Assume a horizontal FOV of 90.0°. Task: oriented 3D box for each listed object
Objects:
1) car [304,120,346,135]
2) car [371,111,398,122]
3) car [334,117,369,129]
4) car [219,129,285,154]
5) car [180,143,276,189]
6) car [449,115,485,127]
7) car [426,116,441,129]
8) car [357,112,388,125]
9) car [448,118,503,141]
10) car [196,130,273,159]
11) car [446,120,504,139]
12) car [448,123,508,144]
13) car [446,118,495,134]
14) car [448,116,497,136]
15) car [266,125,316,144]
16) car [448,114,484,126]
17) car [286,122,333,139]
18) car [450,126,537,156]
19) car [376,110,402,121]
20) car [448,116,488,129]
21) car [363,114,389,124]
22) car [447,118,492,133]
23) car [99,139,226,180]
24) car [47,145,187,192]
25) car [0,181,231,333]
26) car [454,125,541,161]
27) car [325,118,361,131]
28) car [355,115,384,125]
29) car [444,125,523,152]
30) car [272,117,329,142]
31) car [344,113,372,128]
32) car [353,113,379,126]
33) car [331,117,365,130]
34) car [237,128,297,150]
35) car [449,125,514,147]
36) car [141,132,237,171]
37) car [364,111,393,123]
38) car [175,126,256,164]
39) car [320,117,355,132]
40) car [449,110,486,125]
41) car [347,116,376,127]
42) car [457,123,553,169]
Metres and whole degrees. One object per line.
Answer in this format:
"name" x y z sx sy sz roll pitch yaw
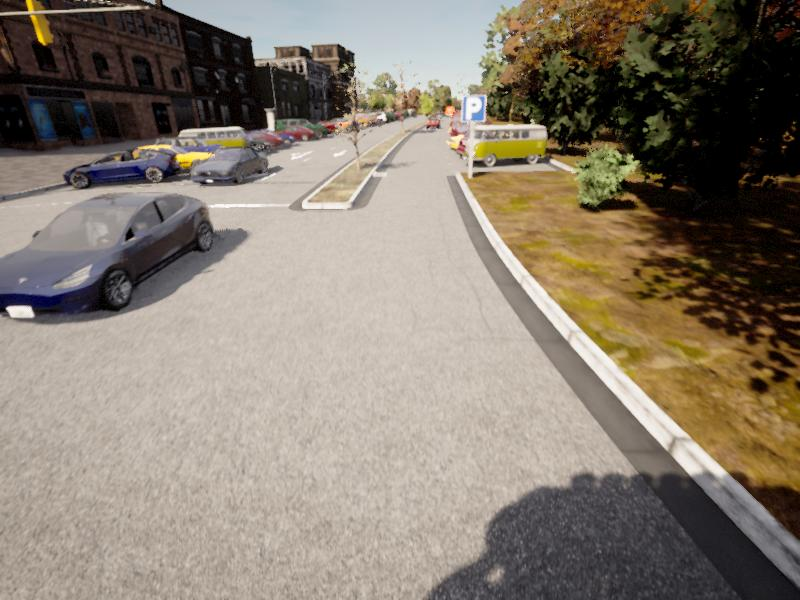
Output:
"car" -9.657 -22.101 51.248 5.008 1.535 2.097 -8 27 -11
"car" -3.456 -40.662 88.620 5.566 2.045 2.435 -7 26 -9
"car" -7.780 -28.645 64.651 5.366 1.575 1.946 -7 26 -10
"car" -11.825 -12.846 32.359 4.674 1.452 2.002 -9 27 -13
"car" -8.003 -6.591 19.315 2.033 1.411 5.357 0 26 3
"car" 10.290 -27.560 61.412 4.892 1.521 2.231 -6 26 -10
"car" 4.834 -25.618 57.631 1.851 1.617 3.988 2 26 8
"car" -5.352 -35.428 77.933 5.566 2.045 2.435 -7 26 -9
"car" 7.032 -16.044 37.572 4.553 1.767 2.185 -7 26 -13
"car" -12.076 -11.564 29.637 4.892 1.521 2.231 -9 26 -13
"car" 7.534 -17.252 40.321 5.366 1.575 1.946 -7 26 -12
"car" 6.788 -14.605 35.000 4.674 1.452 2.002 -7 26 -13
"car" 7.981 -19.813 45.573 5.008 1.535 2.097 -6 26 -12
"car" 7.693 -18.634 42.874 4.553 1.767 2.185 -7 27 -12
"car" -11.005 -16.799 40.472 4.674 1.452 2.002 -8 27 -12
"car" 10.549 -28.834 64.012 5.366 1.575 1.946 -6 27 -10
"car" -10.378 -19.471 45.861 5.008 1.535 2.097 -8 26 -12
"car" 6.258 -10.785 27.066 5.366 1.575 1.946 -7 27 -14
"car" -2.531 -43.275 93.957 5.566 2.045 2.435 -7 26 -9
"car" 9.455 -24.978 56.136 5.008 1.535 2.097 -6 26 -10
"car" -4.859 -36.514 80.718 5.008 1.535 2.097 -7 26 -9
"car" 8.301 -21.071 48.216 4.792 1.488 2.163 -6 27 -11
"car" -12.498 -7.642 21.551 5.366 1.575 1.946 -9 26 -14
"car" -13.019 -6.279 18.860 4.792 1.488 2.163 -10 27 -15
"car" -5.533 -1.205 7.907 2.163 1.488 4.792 0 25 2
"car" 5.842 -9.574 24.305 4.553 1.767 2.185 -8 27 -14
"car" -8.454 -26.044 59.324 4.892 1.521 2.231 -7 26 -10
"car" -5.780 -33.902 75.384 5.008 1.535 2.097 -7 26 -9
"car" 6.124 -12.031 29.628 5.366 1.575 1.946 -7 27 -13
"car" -10.683 -18.386 43.061 5.566 2.045 2.435 -8 26 -12
"car" -7.046 -30.196 67.289 4.442 1.987 1.878 -7 26 -9
"car" -6.134 -32.814 72.638 4.442 1.987 1.878 -7 26 -9
"car" -8.048 -27.358 62.011 5.008 1.535 2.097 -7 26 -10
"car" -11.576 -14.166 35.069 4.674 1.452 2.002 -9 26 -13
"car" 6.536 -13.311 32.349 4.674 1.452 2.002 -7 26 -13
"car" -12.527 -9.037 24.156 4.553 1.767 2.185 -9 26 -14
"car" -4.431 -38.039 83.266 5.566 2.045 2.435 -7 26 -9
"car" -12.188 -10.469 26.859 4.442 1.987 1.878 -9 26 -14
"car" -8.861 -24.844 56.580 4.553 1.767 2.185 -7 26 -10
"car" 11.196 -30.374 66.586 5.566 2.045 2.435 -6 26 -10
"car" -6.724 -31.255 70.045 4.792 1.488 2.163 -7 26 -9
"car" 5.577 -8.357 21.580 4.442 1.987 1.878 -8 27 -14
